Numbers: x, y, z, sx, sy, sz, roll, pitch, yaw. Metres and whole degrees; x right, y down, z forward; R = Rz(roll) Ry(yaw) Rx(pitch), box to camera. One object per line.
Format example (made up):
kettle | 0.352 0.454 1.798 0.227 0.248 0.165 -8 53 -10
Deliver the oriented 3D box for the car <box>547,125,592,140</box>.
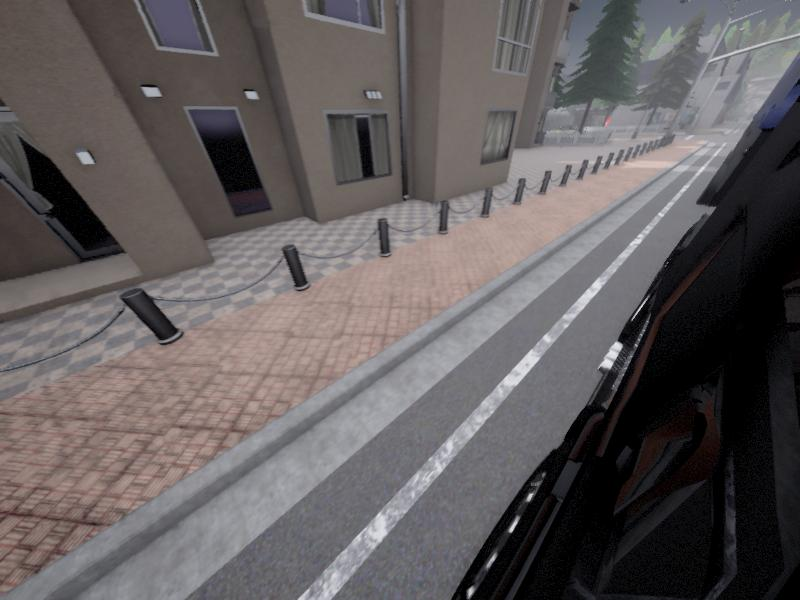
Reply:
car | 23.682 -23.491 32.396 2.007 1.525 4.514 -30 44 -31

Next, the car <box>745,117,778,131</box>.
car | 49.678 -24.212 31.794 4.181 1.385 1.994 -28 44 -30

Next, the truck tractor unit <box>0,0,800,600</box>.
truck tractor unit | 2.645 -0.295 0.352 6.516 4.208 3.053 -28 44 -30

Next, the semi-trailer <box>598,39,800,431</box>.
semi-trailer | 8.693 -3.606 4.236 14.254 4.402 2.717 -28 44 -30
